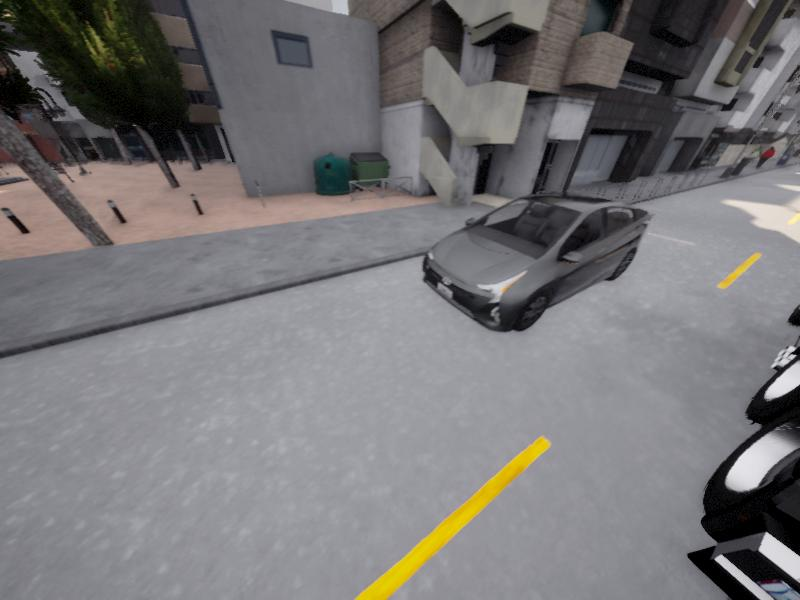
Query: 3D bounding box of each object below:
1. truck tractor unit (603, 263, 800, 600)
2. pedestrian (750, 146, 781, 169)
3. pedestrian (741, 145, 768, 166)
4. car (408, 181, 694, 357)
[{"bbox_3d":[5.108,-0.302,0.794,6.516,4.208,3.053,-18,39,-24],"label":"truck tractor unit"},{"bbox_3d":[35.748,-13.965,22.614,0.751,1.860,0.751,-21,40,-28],"label":"pedestrian"},{"bbox_3d":[37.966,-15.441,24.759,0.751,1.860,0.751,-20,40,-27],"label":"pedestrian"},{"bbox_3d":[2.610,-1.030,4.187,4.514,1.525,2.007,-18,39,-25],"label":"car"}]
